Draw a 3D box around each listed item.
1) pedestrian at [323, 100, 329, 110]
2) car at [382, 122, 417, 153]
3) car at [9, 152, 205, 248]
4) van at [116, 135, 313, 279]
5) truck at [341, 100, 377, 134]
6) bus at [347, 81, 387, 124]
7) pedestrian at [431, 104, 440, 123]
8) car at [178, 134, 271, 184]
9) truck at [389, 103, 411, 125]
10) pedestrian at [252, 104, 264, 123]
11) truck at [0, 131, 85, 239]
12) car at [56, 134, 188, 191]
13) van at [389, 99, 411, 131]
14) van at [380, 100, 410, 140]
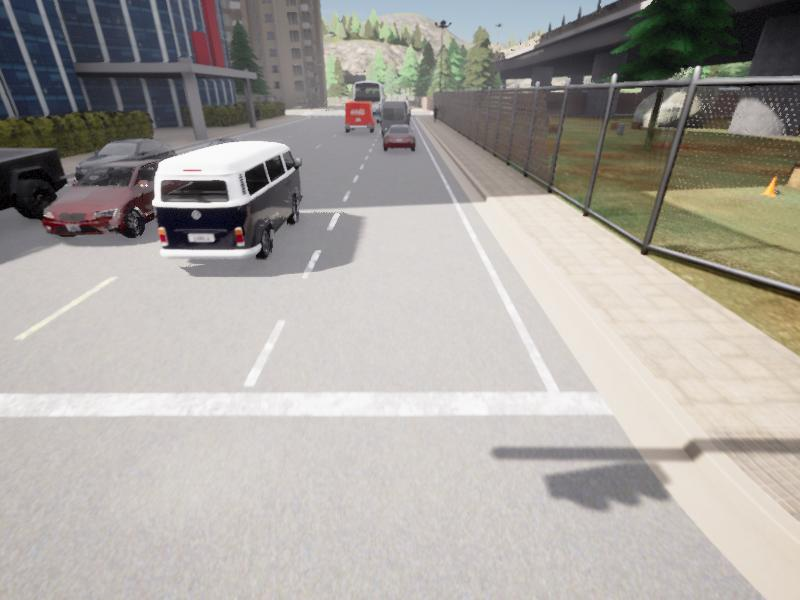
[{"bbox_3d":[-14.759,-38.957,79.862,0.751,1.860,0.751,22,34,36],"label":"pedestrian"},{"bbox_3d":[-0.025,-10.130,24.764,1.994,1.385,4.181,0,27,1],"label":"car"},{"bbox_3d":[-7.004,-2.760,10.297,1.816,1.474,4.193,0,27,0],"label":"car"},{"bbox_3d":[-3.504,-2.329,8.856,2.069,2.038,4.480,0,28,0],"label":"van"},{"bbox_3d":[-3.528,-16.480,35.928,2.627,2.467,5.204,0,28,0],"label":"truck"},{"bbox_3d":[-3.663,-23.921,48.419,3.944,4.253,10.273,0,27,0],"label":"bus"},{"bbox_3d":[3.952,-20.779,44.559,0.751,1.860,0.751,9,28,16],"label":"pedestrian"},{"bbox_3d":[-7.019,-5.913,16.546,1.994,1.385,4.181,0,27,-1],"label":"car"},{"bbox_3d":[-0.040,-21.826,46.710,2.390,2.098,6.274,0,27,0],"label":"truck"},{"bbox_3d":[-15.523,-20.442,43.854,0.751,1.860,0.751,0,27,-1],"label":"pedestrian"},{"bbox_3d":[-10.504,-2.218,8.552,2.390,2.098,6.274,0,27,0],"label":"truck"},{"bbox_3d":[-10.509,-5.521,15.692,1.812,1.442,4.674,0,27,0],"label":"car"},{"bbox_3d":[-0.029,-18.171,39.124,1.988,2.561,5.915,0,27,0],"label":"van"},{"bbox_3d":[-0.291,-14.343,31.677,1.988,2.561,5.915,2,27,3],"label":"van"}]
